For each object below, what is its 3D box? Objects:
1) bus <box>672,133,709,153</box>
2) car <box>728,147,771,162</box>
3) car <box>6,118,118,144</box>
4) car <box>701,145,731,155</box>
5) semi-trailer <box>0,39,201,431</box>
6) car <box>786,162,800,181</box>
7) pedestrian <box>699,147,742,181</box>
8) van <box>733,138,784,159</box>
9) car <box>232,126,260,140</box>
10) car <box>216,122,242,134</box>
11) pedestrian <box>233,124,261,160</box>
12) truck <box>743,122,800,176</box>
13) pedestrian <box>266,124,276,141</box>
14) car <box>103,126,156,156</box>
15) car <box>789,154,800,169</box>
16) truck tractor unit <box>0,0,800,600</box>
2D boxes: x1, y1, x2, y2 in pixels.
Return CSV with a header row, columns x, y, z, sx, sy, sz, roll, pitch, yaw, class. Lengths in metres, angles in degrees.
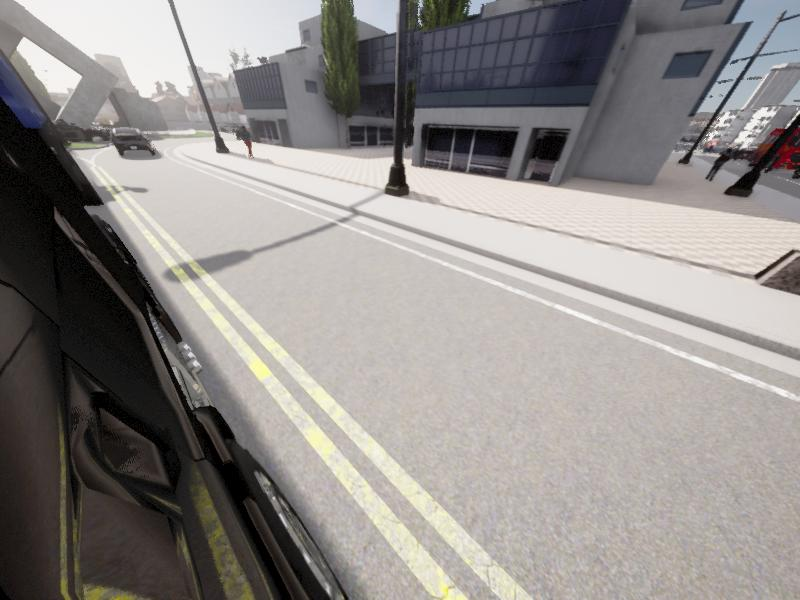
x,y,z,sx,sy,sz,roll,pitch,yaw,class
81.291,-44.197,64.977,3.944,4.253,10.273,29,43,31,bus
45.497,-19.061,30.182,1.994,1.385,4.181,28,44,30,car
-29.000,-14.703,20.211,5.238,1.638,1.930,-29,47,-35,car
64.998,-31.011,47.656,1.812,1.442,4.674,20,39,21,car
-8.700,-3.594,4.240,14.254,4.402,2.717,28,43,30,semi-trailer
32.270,-9.606,17.248,2.038,1.542,4.974,28,44,29,car
21.188,-9.000,15.329,0.751,1.860,0.751,28,43,29,pedestrian
57.338,-24.460,37.167,2.351,2.431,6.366,28,43,30,van
-23.110,-25.177,34.829,1.789,1.549,3.705,1,37,-4,car
-36.681,-37.075,49.710,3.866,1.878,1.905,-10,39,-17,car
-9.825,-10.168,14.909,0.751,1.860,0.751,26,42,28,pedestrian
37.990,-14.600,22.113,2.891,3.827,8.468,28,45,30,truck
-18.079,-23.532,32.392,0.751,1.860,0.751,-7,38,-13,pedestrian
-19.342,-11.560,16.742,1.837,1.490,4.892,-25,45,-32,car
43.839,-14.552,24.182,1.816,1.474,4.193,28,45,30,car
-2.645,-0.295,0.351,6.516,4.208,3.053,28,44,30,truck tractor unit
